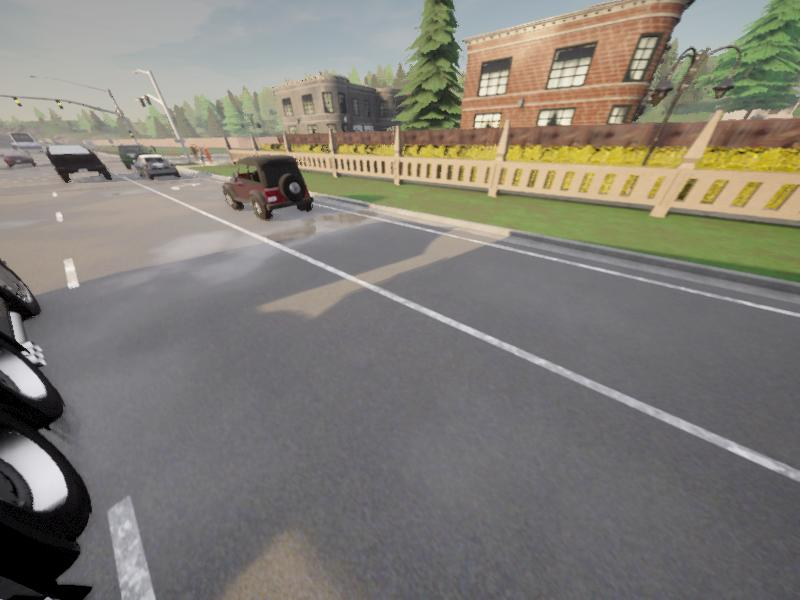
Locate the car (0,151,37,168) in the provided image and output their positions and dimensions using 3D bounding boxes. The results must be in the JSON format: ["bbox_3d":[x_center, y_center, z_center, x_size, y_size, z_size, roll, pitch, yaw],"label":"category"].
[{"bbox_3d":[-44.144,-16.336,26.713,4.674,1.442,1.812,24,41,31],"label":"car"}]

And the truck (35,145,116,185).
[{"bbox_3d":[-23.818,-10.112,16.988,6.274,2.098,2.390,24,42,31],"label":"truck"}]

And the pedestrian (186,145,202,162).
[{"bbox_3d":[-27.098,-19.270,30.408,0.751,1.860,0.751,23,41,30],"label":"pedestrian"}]

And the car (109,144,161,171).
[{"bbox_3d":[-27.170,-14.923,24.009,2.150,2.045,5.566,-22,40,-28],"label":"car"}]

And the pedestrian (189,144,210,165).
[{"bbox_3d":[-21.187,-15.354,24.438,0.751,1.860,0.751,16,38,22],"label":"pedestrian"}]

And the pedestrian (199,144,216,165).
[{"bbox_3d":[-20.728,-15.669,24.888,0.751,1.860,0.751,-19,39,-25],"label":"pedestrian"}]

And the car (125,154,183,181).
[{"bbox_3d":[-18.562,-10.088,17.456,3.806,1.475,1.970,24,41,31],"label":"car"}]

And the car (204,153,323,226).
[{"bbox_3d":[-5.037,-4.272,8.583,3.866,1.878,1.905,24,41,31],"label":"car"}]

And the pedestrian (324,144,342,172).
[{"bbox_3d":[-5.400,-11.465,18.694,0.751,1.860,0.751,24,41,31],"label":"pedestrian"}]

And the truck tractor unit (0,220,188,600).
[{"bbox_3d":[-5.034,-0.369,0.890,6.516,4.208,3.053,21,40,28],"label":"truck tractor unit"}]
